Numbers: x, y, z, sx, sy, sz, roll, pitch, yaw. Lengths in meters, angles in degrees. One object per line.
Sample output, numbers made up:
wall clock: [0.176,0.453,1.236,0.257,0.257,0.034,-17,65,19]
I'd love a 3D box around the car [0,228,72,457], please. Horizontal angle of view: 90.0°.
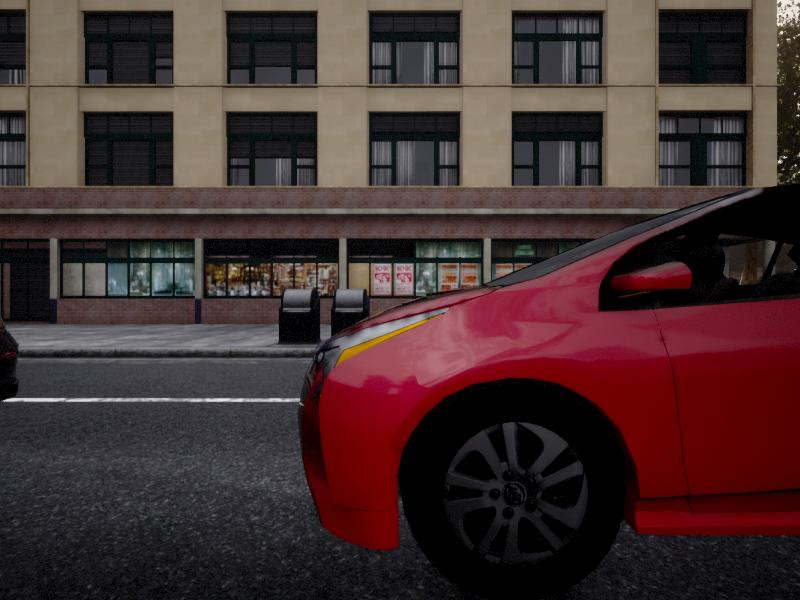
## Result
car: [-4.859,0.270,2.172,4.674,1.442,1.812,0,0,0]

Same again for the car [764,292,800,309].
car: [42.436,0.046,43.539,3.866,1.878,1.905,0,0,-1]

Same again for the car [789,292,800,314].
car: [29.892,0.201,27.121,1.801,1.575,5.366,0,0,-1]

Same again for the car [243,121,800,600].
car: [1.791,0.228,2.195,4.514,1.525,2.007,0,0,0]

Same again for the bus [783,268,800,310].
bus: [45.505,-1.133,40.196,10.273,4.253,3.944,0,0,0]
